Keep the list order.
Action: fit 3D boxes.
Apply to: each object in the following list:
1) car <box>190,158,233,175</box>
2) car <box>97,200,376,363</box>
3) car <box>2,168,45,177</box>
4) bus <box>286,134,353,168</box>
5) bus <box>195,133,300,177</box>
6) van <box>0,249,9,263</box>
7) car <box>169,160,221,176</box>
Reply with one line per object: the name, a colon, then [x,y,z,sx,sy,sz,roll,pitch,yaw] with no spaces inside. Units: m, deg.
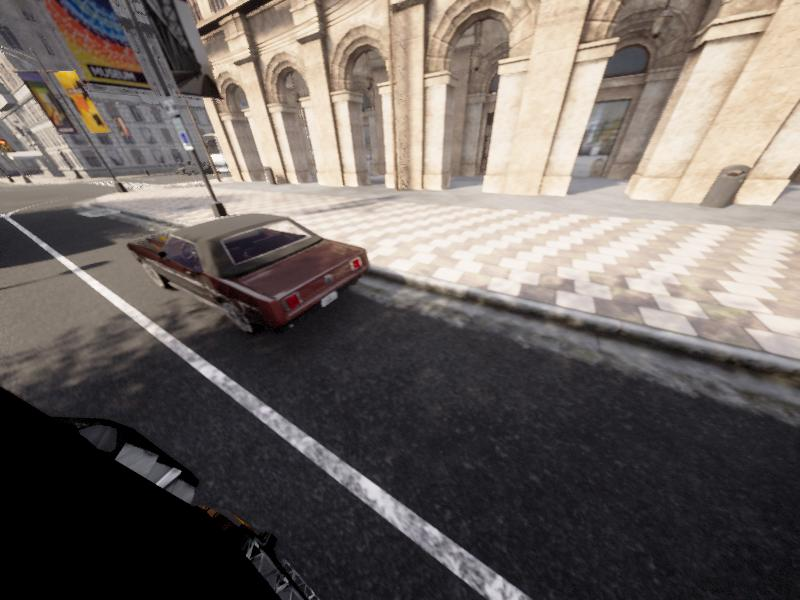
car: [-26.367,-18.817,32.474,1.905,1.878,3.866,16,37,26]
car: [-2.979,-0.816,4.217,4.718,1.301,1.895,16,38,26]
car: [-78.645,-26.691,48.364,1.994,1.385,4.181,8,35,15]
bus: [-13.124,-25.324,39.267,3.944,4.253,10.273,16,38,26]
bus: [-19.310,-19.363,30.679,3.944,4.253,10.273,17,38,26]
van: [-13.792,-2.375,6.189,5.915,2.561,1.988,16,38,26]
car: [-29.680,-19.285,33.648,2.152,1.651,5.027,16,38,26]
